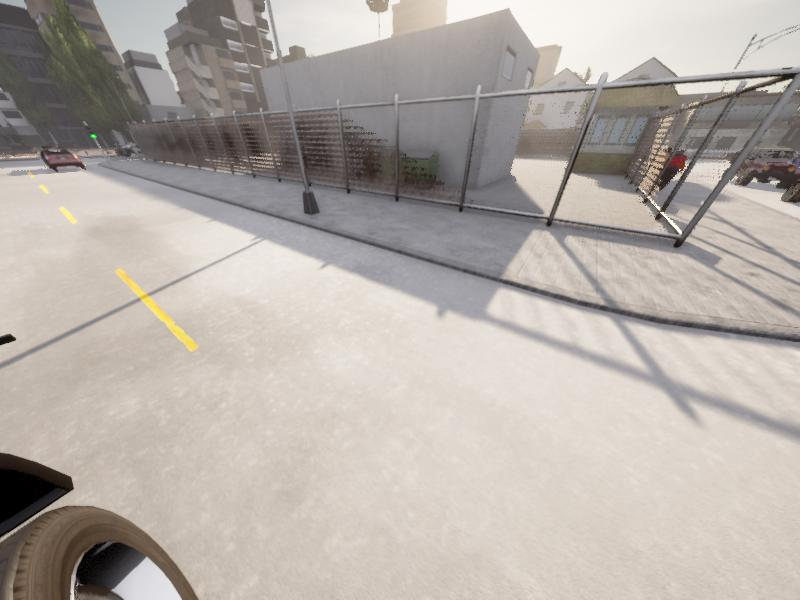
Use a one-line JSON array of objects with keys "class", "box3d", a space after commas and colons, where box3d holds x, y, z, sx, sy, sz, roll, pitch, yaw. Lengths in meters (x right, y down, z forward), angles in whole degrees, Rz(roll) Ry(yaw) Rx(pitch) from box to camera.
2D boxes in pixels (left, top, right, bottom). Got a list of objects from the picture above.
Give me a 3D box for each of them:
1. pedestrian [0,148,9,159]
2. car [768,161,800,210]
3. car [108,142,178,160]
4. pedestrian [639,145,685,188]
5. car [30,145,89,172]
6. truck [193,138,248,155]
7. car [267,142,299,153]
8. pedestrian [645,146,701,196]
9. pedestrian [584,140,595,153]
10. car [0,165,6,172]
[{"class": "pedestrian", "box3d": [-43.852, -16.288, 24.897, 0.751, 1.860, 0.751, -27, 43, -33]}, {"class": "car", "box3d": [16.707, -3.978, 8.267, 2.033, 1.649, 4.856, 22, 41, 28]}, {"class": "car", "box3d": [-31.468, -18.483, 28.513, 1.930, 1.638, 5.238, 19, 39, 25]}, {"class": "pedestrian", "box3d": [13.462, -6.893, 11.941, 0.751, 1.860, 0.751, 22, 41, 28]}, {"class": "car", "box3d": [-27.362, -11.449, 18.584, 3.988, 1.617, 1.851, 22, 41, 28]}, {"class": "truck", "box3d": [-28.632, -24.845, 37.166, 2.390, 2.098, 6.274, 22, 41, 28]}, {"class": "car", "box3d": [-20.625, -27.099, 40.991, 1.812, 1.442, 4.674, 22, 41, 28]}, {"class": "pedestrian", "box3d": [12.158, -5.799, 10.379, 0.751, 1.860, 0.751, 22, 40, 27]}, {"class": "pedestrian", "box3d": [32.265, -26.133, 39.400, 0.751, 1.860, 0.751, 24, 41, 29]}, {"class": "car", "box3d": [-32.427, -10.531, 17.361, 4.193, 1.474, 1.816, 17, 38, 22]}]
